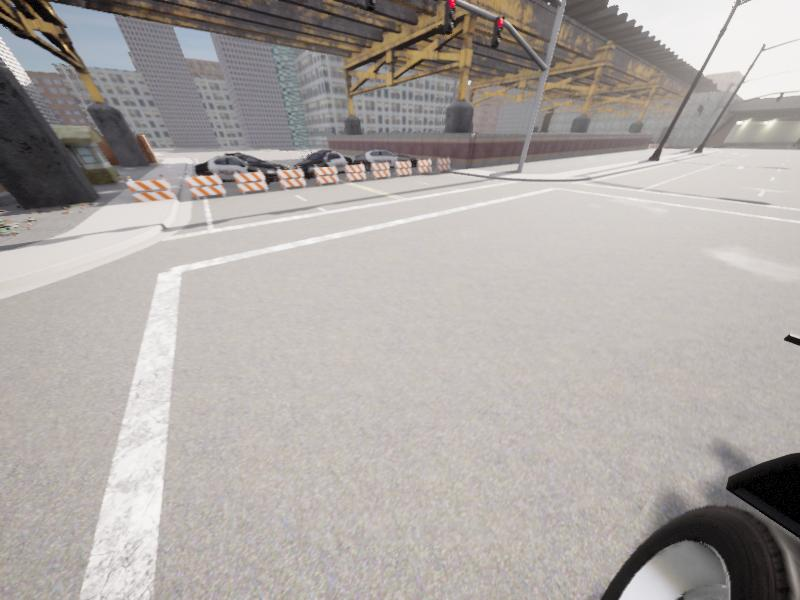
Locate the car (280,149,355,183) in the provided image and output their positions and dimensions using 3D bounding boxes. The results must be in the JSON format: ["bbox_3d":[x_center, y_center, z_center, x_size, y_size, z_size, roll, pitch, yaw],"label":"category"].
[{"bbox_3d":[-5.159,-9.091,15.433,2.038,1.542,4.974,11,37,15],"label":"car"}]

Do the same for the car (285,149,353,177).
[{"bbox_3d":[-5.144,-9.248,15.383,1.853,1.218,4.536,11,37,15],"label":"car"}]

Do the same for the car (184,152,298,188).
[{"bbox_3d":[-8.929,-7.544,13.282,4.974,1.542,2.038,5,36,7],"label":"car"}]

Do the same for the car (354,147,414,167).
[{"bbox_3d":[-1.266,-11.383,18.365,4.536,1.218,1.853,-4,35,-5],"label":"car"}]

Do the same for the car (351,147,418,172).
[{"bbox_3d":[-1.214,-11.258,18.460,4.974,1.542,2.038,-4,35,-5],"label":"car"}]

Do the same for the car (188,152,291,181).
[{"bbox_3d":[-8.981,-7.676,13.197,4.536,1.218,1.853,5,36,7],"label":"car"}]
